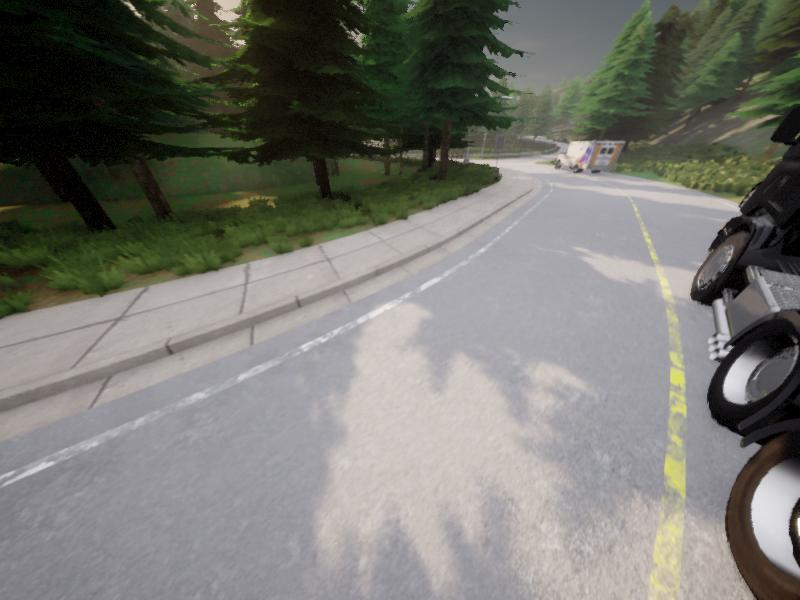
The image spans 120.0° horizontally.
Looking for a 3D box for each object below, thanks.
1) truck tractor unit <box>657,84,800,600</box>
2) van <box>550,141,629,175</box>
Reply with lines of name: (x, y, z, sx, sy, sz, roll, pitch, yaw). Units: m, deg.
truck tractor unit: (4.780, -0.538, 1.144, 3.053, 4.208, 6.516, 29, 44, 35)
van: (17.247, -13.465, 21.720, 2.351, 2.431, 6.366, 2, 34, 3)
